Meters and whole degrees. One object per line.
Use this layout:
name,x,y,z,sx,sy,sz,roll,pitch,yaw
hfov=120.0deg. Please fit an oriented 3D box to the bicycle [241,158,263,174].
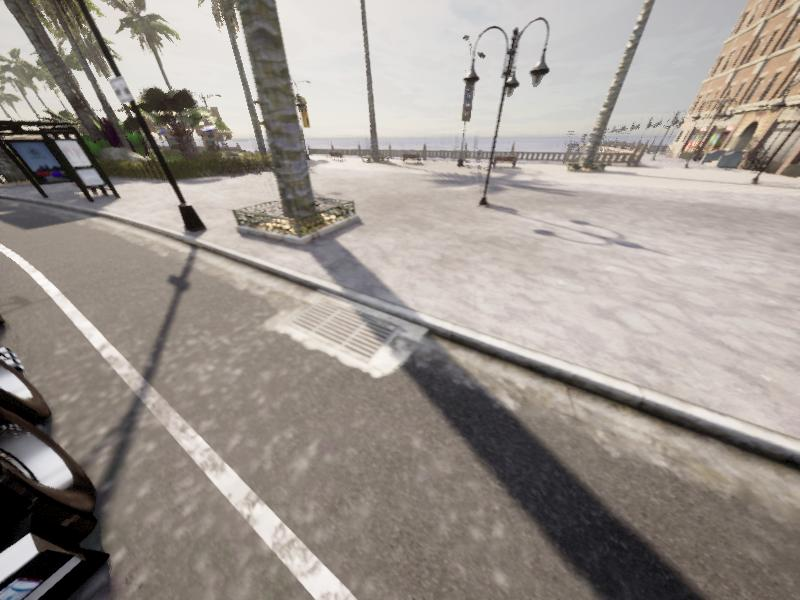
bicycle,-11.603,-10.536,18.125,1.643,1.024,0.373,18,39,24

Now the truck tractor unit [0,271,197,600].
truck tractor unit,-5.122,-0.289,0.772,6.516,4.208,3.053,18,38,24

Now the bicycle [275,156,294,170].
bicycle,-10.123,-12.045,20.279,1.643,1.024,0.373,18,39,24

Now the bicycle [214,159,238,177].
bicycle,-12.590,-9.530,16.689,1.643,1.024,0.373,18,39,24
